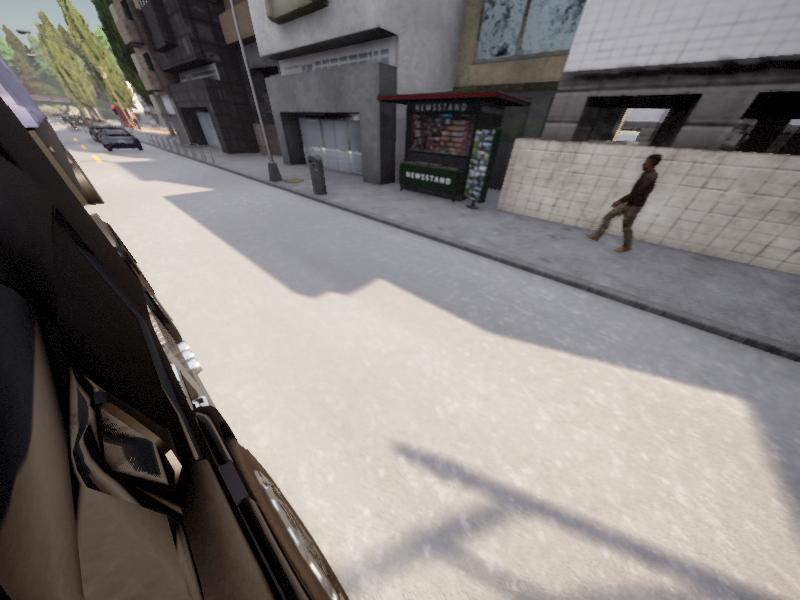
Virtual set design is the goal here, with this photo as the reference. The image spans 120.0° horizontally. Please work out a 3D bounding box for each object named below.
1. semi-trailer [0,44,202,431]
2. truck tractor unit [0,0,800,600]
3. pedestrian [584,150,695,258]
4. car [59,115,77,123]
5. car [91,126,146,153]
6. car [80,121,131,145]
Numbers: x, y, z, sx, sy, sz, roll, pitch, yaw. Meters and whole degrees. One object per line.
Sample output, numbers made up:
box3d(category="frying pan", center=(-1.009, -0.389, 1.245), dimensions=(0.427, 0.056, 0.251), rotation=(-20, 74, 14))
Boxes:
box3d(category="semi-trailer", center=(-8.700, -3.601, 4.230), dimensions=(14.254, 4.402, 2.717), rotation=(28, 44, 30))
box3d(category="truck tractor unit", center=(-2.645, -0.295, 0.352), dimensions=(6.516, 4.208, 3.053), rotation=(28, 44, 30))
box3d(category="pedestrian", center=(4.767, -1.953, 4.764), dimensions=(0.751, 1.860, 0.751), rotation=(30, 45, 31))
box3d(category="car", center=(-80.519, -43.919, 56.017), dimensions=(4.892, 1.490, 1.837), rotation=(28, 44, 30))
box3d(category="car", center=(-21.260, -12.177, 17.433), dimensions=(4.181, 1.385, 1.994), rotation=(30, 45, 32))
box3d(category="car", center=(-26.835, -15.256, 21.065), dimensions=(4.514, 1.525, 2.007), rotation=(28, 44, 30))
